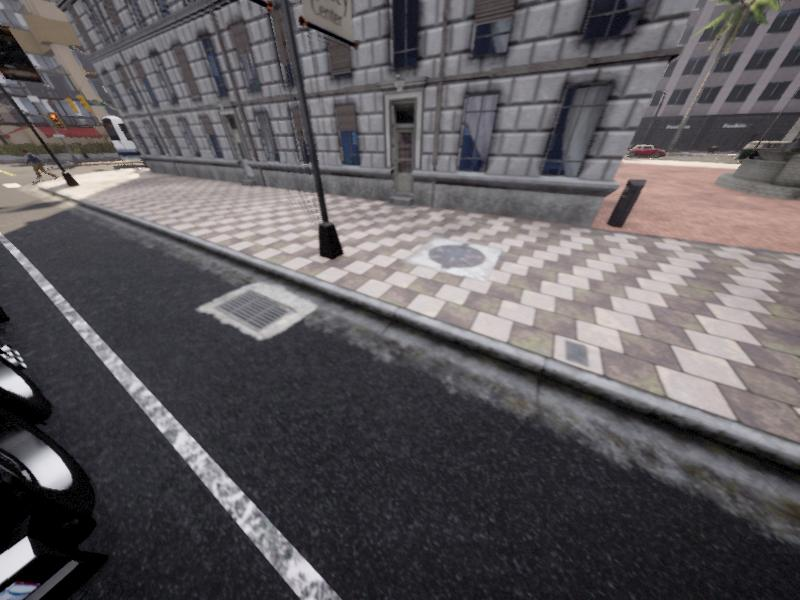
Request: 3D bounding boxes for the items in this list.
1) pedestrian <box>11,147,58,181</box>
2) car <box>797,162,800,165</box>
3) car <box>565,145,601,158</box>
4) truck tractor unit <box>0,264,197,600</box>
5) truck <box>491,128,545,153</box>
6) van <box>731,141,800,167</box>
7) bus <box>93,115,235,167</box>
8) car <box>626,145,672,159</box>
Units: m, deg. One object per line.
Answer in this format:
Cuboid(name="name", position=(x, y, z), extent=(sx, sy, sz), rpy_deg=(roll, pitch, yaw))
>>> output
Cuboid(name="pedestrian", position=(-23.908, -8.928, 15.136), extent=(0.751, 1.860, 0.751), rpy_deg=(17, 38, 23))
Cuboid(name="car", position=(40.930, -13.164, 21.148), extent=(1.851, 1.617, 3.988), rpy_deg=(-13, 37, -17))
Cuboid(name="car", position=(26.493, -21.659, 33.546), extent=(3.633, 1.501, 1.845), rpy_deg=(26, 42, 32))
Cuboid(name="truck tractor unit", position=(-5.111, -0.301, 0.778), extent=(6.516, 4.208, 3.053), rpy_deg=(18, 39, 24))
Cuboid(name="truck", position=(23.033, -31.321, 45.448), extent=(8.468, 3.827, 2.891), rpy_deg=(19, 39, 25))
Cuboid(name="van", position=(36.488, -14.191, 22.330), extent=(1.775, 1.987, 4.442), rpy_deg=(-16, 38, -21))
Cuboid(name="bus", position=(-26.886, -18.792, 27.505), extent=(3.944, 4.253, 10.273), rpy_deg=(18, 38, 24))
Cuboid(name="car", position=(33.744, -20.205, 31.440), extent=(1.970, 1.475, 3.806), rpy_deg=(-26, 42, -32))
